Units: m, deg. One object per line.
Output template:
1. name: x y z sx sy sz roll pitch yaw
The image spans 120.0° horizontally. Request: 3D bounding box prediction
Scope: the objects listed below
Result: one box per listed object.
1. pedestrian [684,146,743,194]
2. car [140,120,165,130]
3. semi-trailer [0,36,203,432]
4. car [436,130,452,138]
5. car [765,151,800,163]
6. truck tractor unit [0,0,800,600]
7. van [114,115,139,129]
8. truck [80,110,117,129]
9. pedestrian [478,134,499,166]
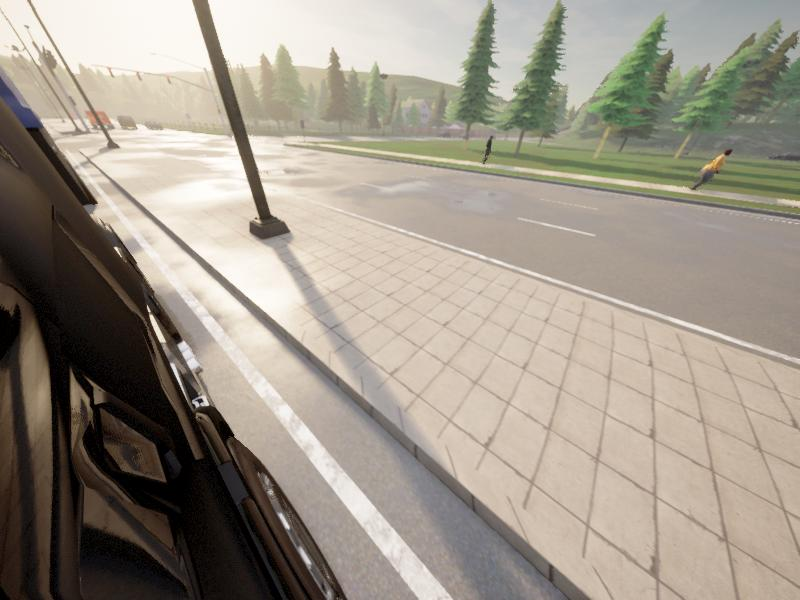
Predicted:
1. pedestrian: 14.820 -6.189 11.010 0.751 1.860 0.751 28 44 30
2. car: -48.389 -34.271 45.207 5.357 1.411 2.033 27 43 29
3. semi-trailer: -8.755 -3.566 4.170 14.254 4.402 2.717 27 43 29
4. car: 14.097 -52.872 73.502 2.150 2.045 5.566 28 44 30
5. car: 66.373 -24.137 39.024 4.718 1.301 1.895 18 39 19
6. truck tractor unit: -2.645 -0.295 0.352 6.516 4.208 3.053 28 44 30
7. van: -51.144 -33.232 43.159 4.442 1.987 1.775 27 43 29
8. truck: -52.803 -31.584 40.454 5.204 2.467 2.627 27 43 29
9. pedestrian: 6.309 -10.739 16.550 0.751 1.860 0.751 28 43 29
